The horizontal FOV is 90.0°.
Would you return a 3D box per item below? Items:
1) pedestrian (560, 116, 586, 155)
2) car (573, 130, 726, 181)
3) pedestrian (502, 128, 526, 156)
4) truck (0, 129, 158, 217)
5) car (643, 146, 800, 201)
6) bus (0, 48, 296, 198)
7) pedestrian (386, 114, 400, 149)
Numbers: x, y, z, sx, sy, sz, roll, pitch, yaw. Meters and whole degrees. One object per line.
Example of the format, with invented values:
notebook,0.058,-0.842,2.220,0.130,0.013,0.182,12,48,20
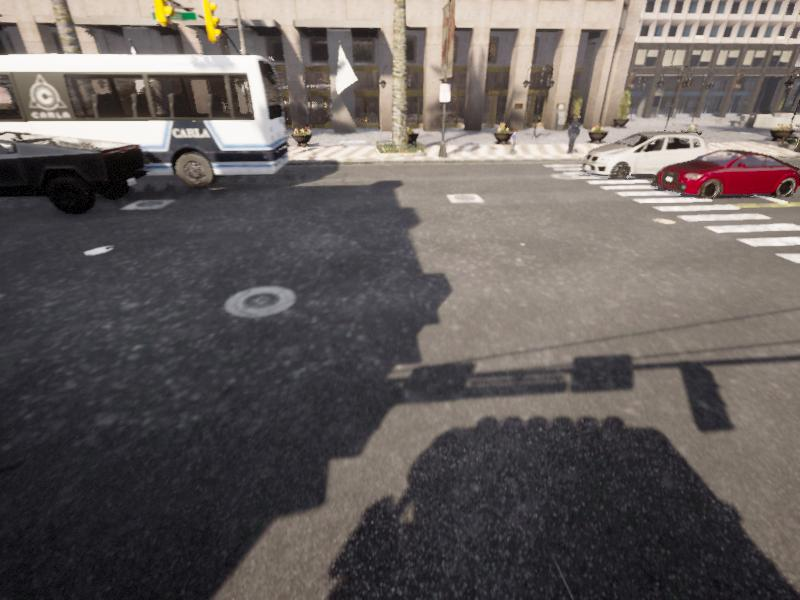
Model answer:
pedestrian,9.109,-8.667,21.075,0.751,1.860,0.751,17,32,30
car,10.047,-6.010,16.487,4.611,1.667,2.242,-2,27,-4
pedestrian,5.963,-8.311,21.006,0.751,1.300,0.751,-15,31,-27
truck,-11.223,-3.794,11.786,6.274,2.098,2.390,-2,27,-4
car,11.003,-4.302,13.485,4.181,1.385,1.994,-2,27,-4
bus,-9.500,-6.361,14.426,10.273,4.253,3.944,-2,27,-4
pedestrian,-0.391,-9.897,23.512,0.751,1.860,0.751,0,27,0
